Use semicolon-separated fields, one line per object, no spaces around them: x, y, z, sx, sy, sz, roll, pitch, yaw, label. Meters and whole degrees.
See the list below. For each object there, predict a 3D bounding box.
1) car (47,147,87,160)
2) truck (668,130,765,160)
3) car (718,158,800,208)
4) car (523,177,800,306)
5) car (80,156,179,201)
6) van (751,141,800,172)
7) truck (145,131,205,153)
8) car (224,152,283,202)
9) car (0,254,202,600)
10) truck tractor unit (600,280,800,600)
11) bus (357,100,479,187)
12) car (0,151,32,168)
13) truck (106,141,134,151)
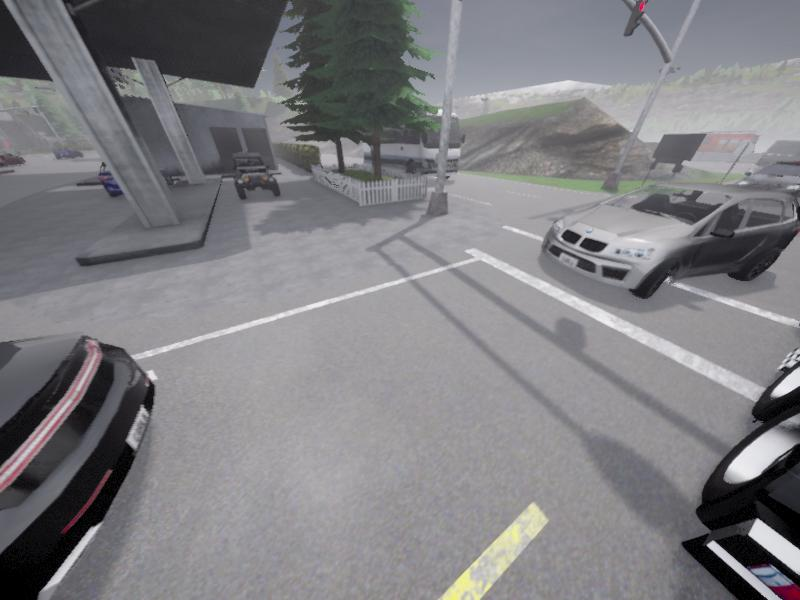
-49.939;-22.131;34.768;1.816;1.474;4.193;-18;39;-24;car
52.866;-26.210;39.120;2.891;3.827;8.468;-18;39;-24;truck
18.032;-5.732;11.045;4.974;1.542;2.038;-19;39;-25;car
5.530;-1.481;4.807;4.611;1.667;2.242;-7;35;-14;car
-14.903;-7.094;13.178;2.242;1.667;4.611;-18;39;-25;car
40.407;-14.037;22.611;1.988;2.561;5.915;-18;39;-24;van
-50.092;-35.477;51.975;8.468;3.827;2.891;-19;39;-25;truck
-7.826;-6.707;12.362;1.905;1.878;3.866;-18;39;-25;car
-4.013;1.481;0.610;4.902;1.511;2.128;-19;37;-23;car
5.139;-0.270;0.751;6.516;4.208;3.053;-17;38;-23;truck tractor unit
0.560;-12.112;18.116;3.944;4.253;10.273;-18;39;-24;bus
-42.883;-15.100;24.744;1.994;1.385;4.181;-18;39;-24;car
-70.888;-39.112;58.633;2.390;2.098;6.274;-18;39;-25;truck
